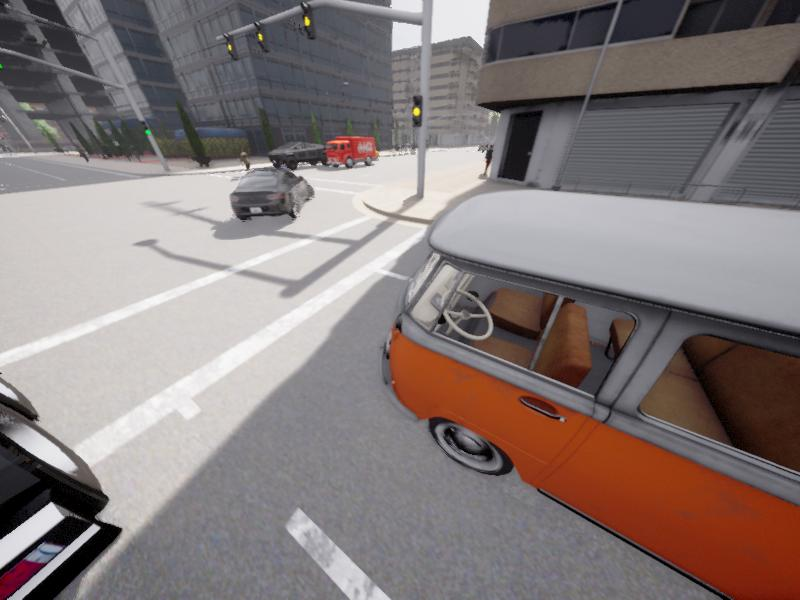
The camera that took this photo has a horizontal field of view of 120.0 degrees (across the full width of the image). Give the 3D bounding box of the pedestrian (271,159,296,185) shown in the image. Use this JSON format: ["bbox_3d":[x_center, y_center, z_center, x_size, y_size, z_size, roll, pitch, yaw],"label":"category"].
[{"bbox_3d":[-7.109,-7.856,14.140,0.751,1.300,0.751,26,42,32],"label":"pedestrian"}]

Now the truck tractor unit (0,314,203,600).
[{"bbox_3d":[-5.190,-0.214,0.656,6.516,4.208,3.053,15,38,20],"label":"truck tractor unit"}]

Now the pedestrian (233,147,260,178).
[{"bbox_3d":[-10.854,-9.727,16.370,0.751,1.860,0.751,8,36,12],"label":"pedestrian"}]

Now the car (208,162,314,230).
[{"bbox_3d":[-4.690,-4.151,8.724,1.812,1.442,4.674,-5,35,-7],"label":"car"}]

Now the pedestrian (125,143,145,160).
[{"bbox_3d":[-35.084,-19.669,30.591,0.751,1.860,0.751,6,35,10],"label":"pedestrian"}]

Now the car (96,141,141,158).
[{"bbox_3d":[-45.058,-24.289,37.170,2.390,2.098,6.274,-18,38,-23],"label":"car"}]

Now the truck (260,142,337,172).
[{"bbox_3d":[-9.352,-13.887,22.151,2.390,2.098,6.274,19,39,26],"label":"truck"}]

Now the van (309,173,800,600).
[{"bbox_3d":[1.881,0.528,1.479,4.442,1.987,1.775,19,39,25],"label":"van"}]

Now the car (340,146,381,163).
[{"bbox_3d":[-4.651,-18.008,28.461,1.801,1.575,5.366,20,40,26],"label":"car"}]

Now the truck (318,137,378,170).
[{"bbox_3d":[-4.820,-14.443,22.577,2.627,2.467,5.204,19,39,26],"label":"truck"}]
